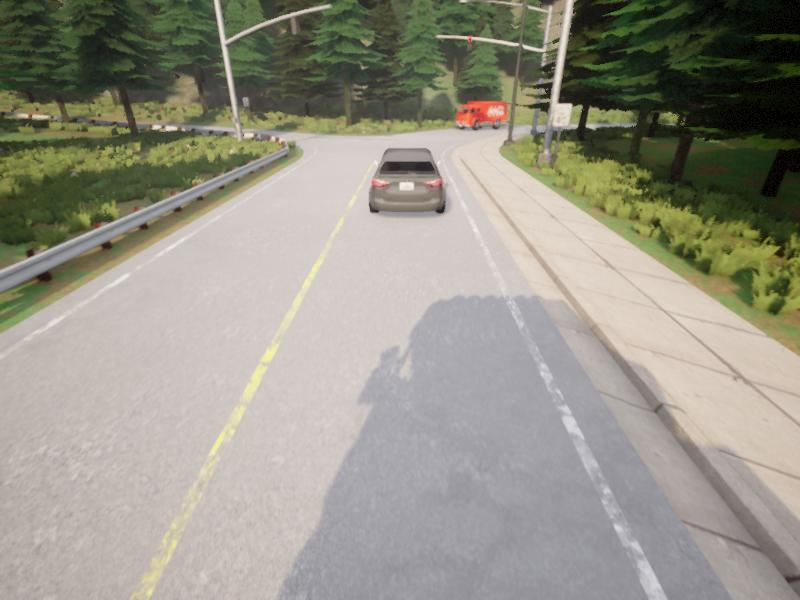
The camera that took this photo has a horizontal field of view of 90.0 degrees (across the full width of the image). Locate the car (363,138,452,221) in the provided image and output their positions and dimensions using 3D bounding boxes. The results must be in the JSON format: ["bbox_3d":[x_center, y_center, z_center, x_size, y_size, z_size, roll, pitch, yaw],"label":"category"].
[{"bbox_3d":[0.231,-3.919,12.449,2.242,1.667,4.611,0,27,1],"label":"car"}]

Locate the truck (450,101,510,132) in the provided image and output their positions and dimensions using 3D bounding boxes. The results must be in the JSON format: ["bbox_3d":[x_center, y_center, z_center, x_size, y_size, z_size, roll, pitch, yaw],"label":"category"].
[{"bbox_3d":[7.711,-17.751,38.507,5.204,2.467,2.627,-20,33,-33],"label":"truck"}]
